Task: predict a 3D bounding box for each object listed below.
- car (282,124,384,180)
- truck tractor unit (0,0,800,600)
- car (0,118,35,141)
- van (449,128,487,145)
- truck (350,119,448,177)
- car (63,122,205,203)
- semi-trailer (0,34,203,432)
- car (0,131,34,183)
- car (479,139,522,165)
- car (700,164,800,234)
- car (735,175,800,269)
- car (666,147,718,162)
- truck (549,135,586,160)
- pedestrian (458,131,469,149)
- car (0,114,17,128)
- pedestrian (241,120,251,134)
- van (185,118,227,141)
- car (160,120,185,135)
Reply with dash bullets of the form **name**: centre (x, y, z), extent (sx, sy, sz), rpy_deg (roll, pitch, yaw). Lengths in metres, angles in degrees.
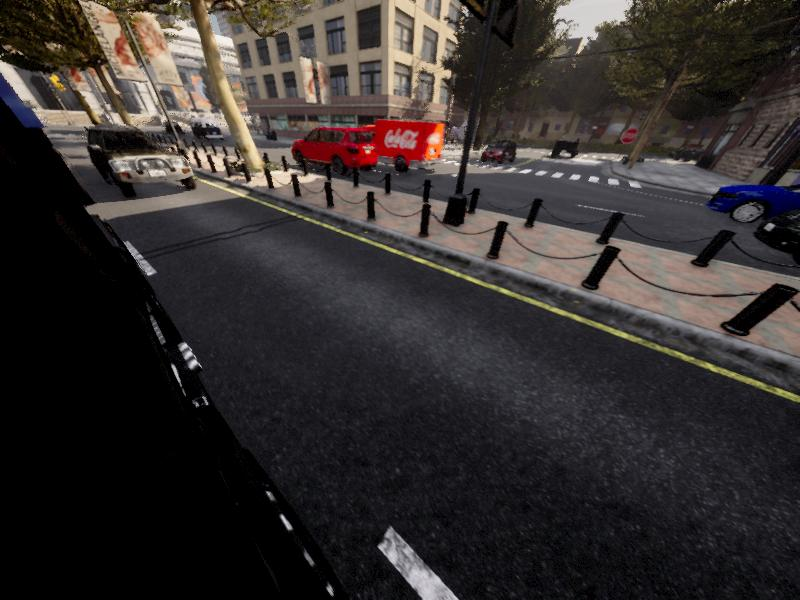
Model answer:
- **car**: centre (-3.746, -8.377, 12.875), extent (5.566, 2.045, 2.150), rpy_deg (26, 43, 28)
- **truck tractor unit**: centre (-2.645, -0.295, 0.351), extent (6.516, 4.208, 3.053), rpy_deg (28, 44, 30)
- **car**: centre (-34.799, -14.929, 20.172), extent (4.674, 1.442, 1.812), rpy_deg (18, 40, 20)
- **van**: centre (13.022, -31.626, 44.611), extent (6.366, 2.431, 2.351), rpy_deg (26, 43, 28)
- **truck**: centre (-0.180, -9.451, 14.176), extent (5.204, 2.467, 2.627), rpy_deg (26, 43, 28)
- **car**: centre (-9.423, -5.039, 8.206), extent (4.605, 1.855, 1.932), rpy_deg (26, 43, 28)
- **semi-trailer**: centre (-8.774, -3.553, 4.151), extent (14.254, 4.402, 2.717), rpy_deg (27, 43, 29)
- **car**: centre (-16.703, -5.785, 9.068), extent (4.892, 1.490, 1.837), rpy_deg (26, 43, 28)
- **car**: centre (8.717, -12.867, 20.008), extent (1.851, 1.617, 3.988), rpy_deg (28, 44, 30)
- **car**: centre (13.301, -2.862, 7.010), extent (1.882, 1.535, 5.008), rpy_deg (-30, 48, -35)
- **car**: centre (10.638, -1.212, 4.585), extent (3.988, 1.617, 1.851), rpy_deg (26, 43, 28)
- **car**: centre (40.603, -20.450, 32.315), extent (4.181, 1.385, 1.994), rpy_deg (27, 43, 29)
- **truck**: centre (20.011, -18.238, 27.467), extent (2.390, 2.098, 6.274), rpy_deg (25, 42, 27)
- **pedestrian**: centre (8.230, -20.736, 29.967), extent (0.751, 1.860, 0.751), rpy_deg (25, 42, 27)
- **car**: centre (-56.436, -24.026, 30.921), extent (4.792, 1.488, 2.163), rpy_deg (-22, 43, -29)
- **pedestrian**: centre (-26.365, -29.613, 39.642), extent (0.751, 1.860, 0.751), rpy_deg (-5, 37, -10)
- **van**: centre (-23.434, -20.578, 27.914), extent (4.480, 2.038, 2.069), rpy_deg (26, 42, 28)
- **car**: centre (-34.997, -26.578, 35.531), extent (1.930, 1.638, 5.238), rpy_deg (-28, 46, -33)
